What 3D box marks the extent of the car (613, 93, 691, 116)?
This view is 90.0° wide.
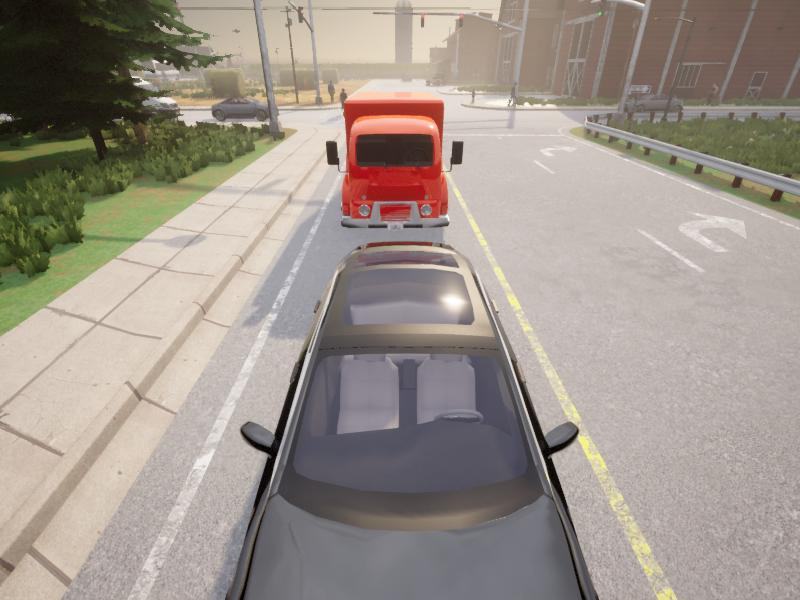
[{"bbox_3d":[18.377,-14.349,29.309,4.181,1.385,1.994,0,30,0],"label":"car"}]

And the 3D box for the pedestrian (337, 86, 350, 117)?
[{"bbox_3d":[-3.911,-13.756,27.720,0.751,1.860,0.751,-4,30,-6],"label":"pedestrian"}]

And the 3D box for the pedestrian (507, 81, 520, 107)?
[{"bbox_3d":[9.247,-16.788,32.634,0.751,1.860,0.751,3,30,5],"label":"pedestrian"}]

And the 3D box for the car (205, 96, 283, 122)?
[{"bbox_3d":[-10.154,-12.596,26.289,4.181,1.385,1.994,0,30,0],"label":"car"}]

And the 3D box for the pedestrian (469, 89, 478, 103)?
[{"bbox_3d":[6.629,-18.383,36.075,0.500,1.100,0.500,-19,35,-29],"label":"pedestrian"}]

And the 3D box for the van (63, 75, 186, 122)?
[{"bbox_3d":[-17.657,-13.101,25.991,5.915,2.561,1.988,0,30,0],"label":"van"}]

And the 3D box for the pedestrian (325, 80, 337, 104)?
[{"bbox_3d":[-6.058,-18.403,35.356,0.751,1.860,0.751,-10,32,-17],"label":"pedestrian"}]

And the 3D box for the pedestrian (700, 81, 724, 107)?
[{"bbox_3d":[25.421,-16.760,32.605,0.751,1.860,0.751,0,30,1],"label":"pedestrian"}]

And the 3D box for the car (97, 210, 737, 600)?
[{"bbox_3d":[0.060,0.761,3.240,2.128,1.511,4.902,0,30,0],"label":"car"}]

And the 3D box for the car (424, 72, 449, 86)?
[{"bbox_3d":[6.300,-37.972,68.884,1.905,1.878,3.866,-31,40,-33],"label":"car"}]

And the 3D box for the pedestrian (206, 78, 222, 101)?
[{"bbox_3d":[-17.992,-20.410,38.780,0.751,1.860,0.751,11,32,19],"label":"pedestrian"}]

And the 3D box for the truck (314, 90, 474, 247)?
[{"bbox_3d":[-0.136,-3.421,9.426,2.627,2.467,5.204,-1,30,-1],"label":"truck"}]
